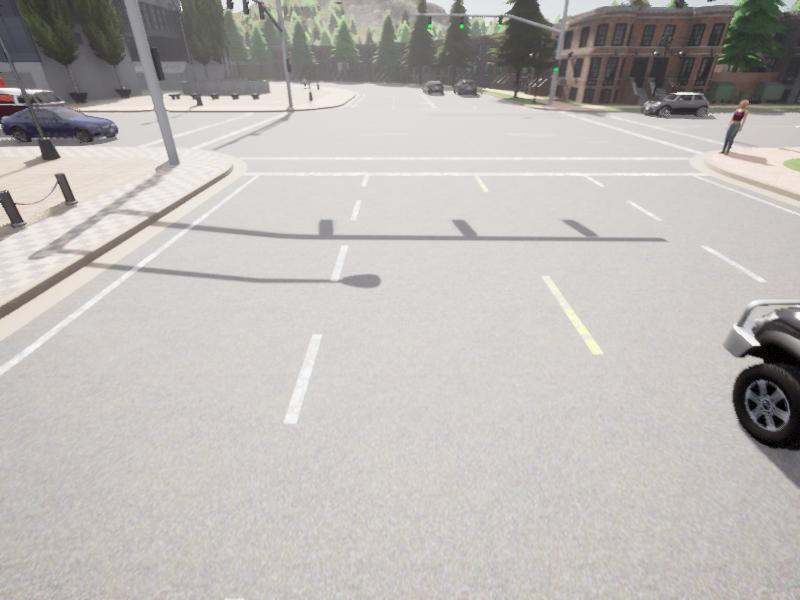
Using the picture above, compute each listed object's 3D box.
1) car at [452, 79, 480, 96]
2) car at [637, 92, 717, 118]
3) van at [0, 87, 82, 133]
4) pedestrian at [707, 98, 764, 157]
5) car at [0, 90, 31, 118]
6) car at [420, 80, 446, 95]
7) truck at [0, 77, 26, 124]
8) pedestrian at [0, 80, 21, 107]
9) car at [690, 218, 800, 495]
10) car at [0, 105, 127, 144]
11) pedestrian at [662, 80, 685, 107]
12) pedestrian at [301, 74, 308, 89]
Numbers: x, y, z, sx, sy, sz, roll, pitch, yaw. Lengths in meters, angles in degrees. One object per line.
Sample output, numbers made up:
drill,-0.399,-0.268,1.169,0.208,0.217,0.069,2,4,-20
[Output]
car,7.807,-25.463,47.910,2.242,1.667,4.611,-2,30,-3
car,18.946,-13.422,27.510,3.806,1.475,1.970,0,30,0
van,-20.316,-10.163,21.357,4.480,2.038,2.069,0,30,0
pedestrian,12.097,-6.239,14.489,0.751,1.860,0.751,-11,32,-19
car,-29.158,-13.504,27.529,5.366,1.575,1.801,0,30,0
car,4.121,-26.876,50.518,2.163,1.488,4.792,-5,31,-8
truck,-26.943,-12.117,24.281,5.204,2.467,2.627,0,30,0
pedestrian,-31.505,-16.538,32.092,0.751,1.860,0.751,10,32,16
car,4.233,1.238,2.029,1.932,1.855,4.605,0,30,0
car,-15.684,-8.118,18.457,4.674,1.442,1.812,1,30,1
pedestrian,22.249,-16.795,32.550,0.751,1.860,0.751,-4,31,-6
pedestrian,-13.778,-31.466,57.642,0.751,1.860,0.751,-3,30,-5
